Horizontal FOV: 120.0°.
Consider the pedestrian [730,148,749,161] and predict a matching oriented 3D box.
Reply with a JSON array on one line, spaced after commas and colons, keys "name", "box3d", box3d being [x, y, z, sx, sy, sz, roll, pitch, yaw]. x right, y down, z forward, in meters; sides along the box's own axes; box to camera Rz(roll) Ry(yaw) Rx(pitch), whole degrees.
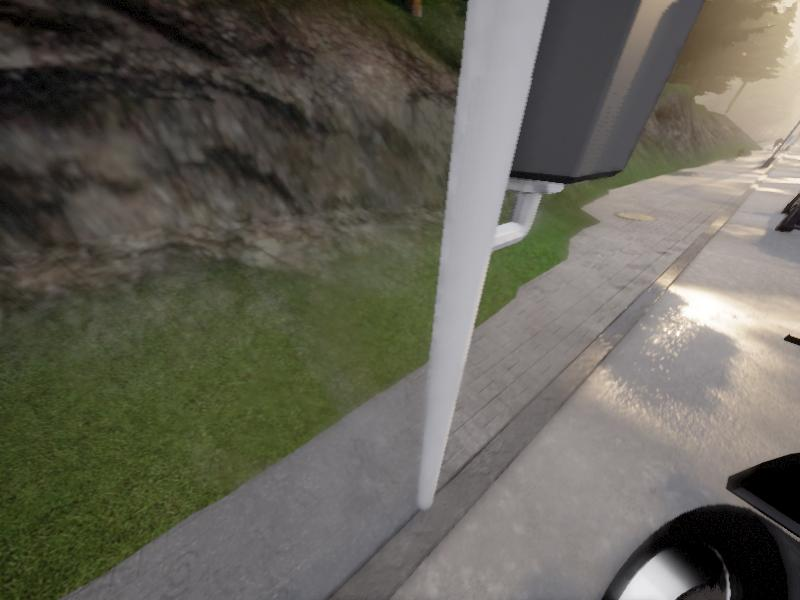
[{"name": "pedestrian", "box3d": [34.049, -14.615, 23.152, 0.500, 1.100, 0.500, -13, 37, -18]}]

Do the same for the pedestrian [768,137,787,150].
[{"name": "pedestrian", "box3d": [63.707, -26.467, 39.035, 0.751, 1.860, 0.751, -16, 38, -21]}]

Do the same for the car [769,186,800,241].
[{"name": "car", "box3d": [12.587, -2.671, 6.134, 4.611, 1.667, 2.242, -22, 41, -28]}]
